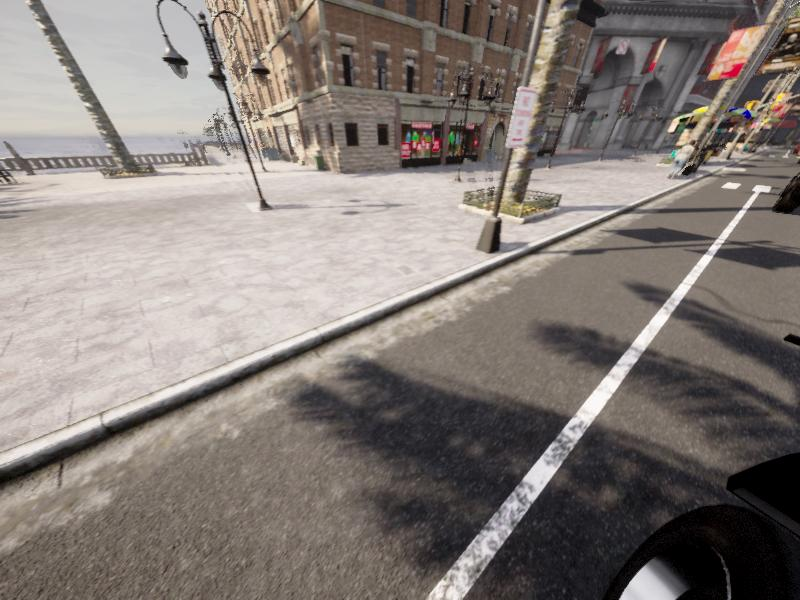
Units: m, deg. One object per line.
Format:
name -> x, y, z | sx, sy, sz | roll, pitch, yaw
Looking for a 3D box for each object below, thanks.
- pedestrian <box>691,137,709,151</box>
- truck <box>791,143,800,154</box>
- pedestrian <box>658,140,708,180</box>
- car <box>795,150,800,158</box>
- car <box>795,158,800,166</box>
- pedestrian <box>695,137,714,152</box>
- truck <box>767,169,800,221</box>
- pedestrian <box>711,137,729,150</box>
pedestrian -> 47.008, -24.468, 36.237 | 0.751, 1.860, 0.751 | 6, 36, 9
truck -> 59.542, -22.933, 32.564 | 8.468, 3.827, 2.891 | -22, 41, -28
pedestrian -> 15.836, -7.864, 12.987 | 0.751, 1.860, 0.751 | -8, 36, -10
car -> 49.630, -18.033, 27.466 | 4.553, 1.767, 2.097 | -22, 41, -28
car -> 37.420, -12.911, 20.524 | 3.705, 1.549, 1.789 | -22, 41, -28
pedestrian -> 46.873, -23.984, 35.553 | 0.751, 1.860, 0.751 | 5, 36, 8
truck -> 15.680, -4.179, 7.870 | 6.274, 2.098, 2.390 | -22, 41, -28
pedestrian -> 53.005, -25.951, 38.287 | 0.751, 1.860, 0.751 | -5, 36, -7
